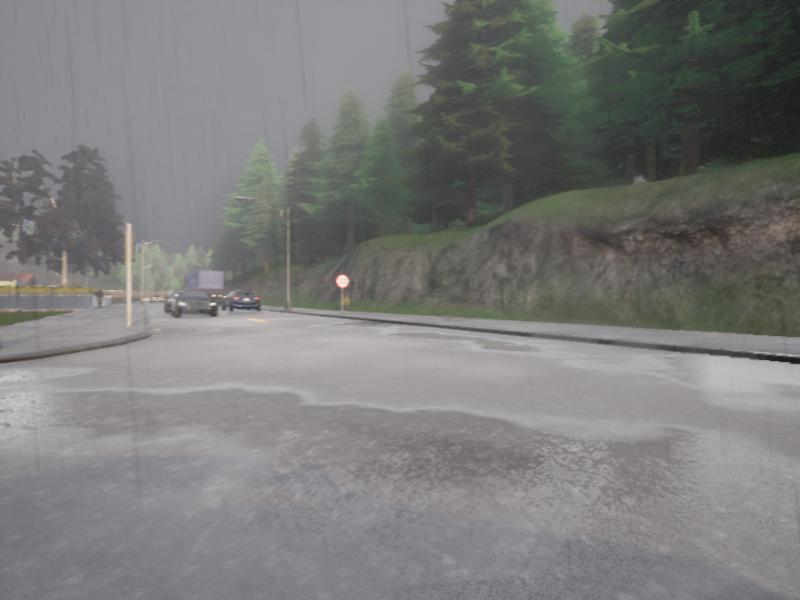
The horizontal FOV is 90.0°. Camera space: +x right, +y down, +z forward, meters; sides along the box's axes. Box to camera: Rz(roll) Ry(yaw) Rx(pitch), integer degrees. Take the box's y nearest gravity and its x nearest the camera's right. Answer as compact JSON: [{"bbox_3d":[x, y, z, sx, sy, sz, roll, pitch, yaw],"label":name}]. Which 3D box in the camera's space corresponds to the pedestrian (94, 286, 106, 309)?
[{"bbox_3d":[-25.346,-0.202,33.794,0.751,1.860,0.751,0,0,-33],"label":"pedestrian"}]

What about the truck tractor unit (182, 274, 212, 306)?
[{"bbox_3d":[-28.902,-1.351,56.829,3.053,4.208,6.516,0,1,-33],"label":"truck tractor unit"}]

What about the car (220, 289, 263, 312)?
[{"bbox_3d":[-12.251,0.026,30.771,2.242,1.667,4.611,0,0,-33],"label":"car"}]

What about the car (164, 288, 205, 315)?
[{"bbox_3d":[-14.900,0.065,27.491,2.152,1.651,5.027,0,0,-33],"label":"car"}]

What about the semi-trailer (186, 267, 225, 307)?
[{"bbox_3d":[-24.641,-1.426,50.157,2.717,4.402,14.254,0,0,-33],"label":"semi-trailer"}]

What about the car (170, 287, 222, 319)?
[{"bbox_3d":[-11.078,0.135,21.505,2.038,1.542,4.974,0,0,-33],"label":"car"}]

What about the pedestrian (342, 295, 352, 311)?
[{"bbox_3d":[-3.563,0.195,26.713,0.500,1.100,0.500,0,0,-34],"label":"pedestrian"}]
